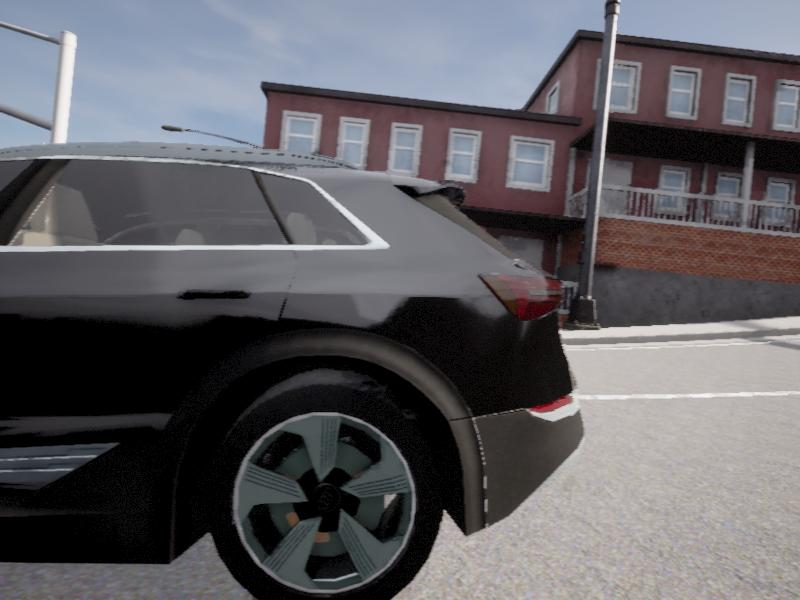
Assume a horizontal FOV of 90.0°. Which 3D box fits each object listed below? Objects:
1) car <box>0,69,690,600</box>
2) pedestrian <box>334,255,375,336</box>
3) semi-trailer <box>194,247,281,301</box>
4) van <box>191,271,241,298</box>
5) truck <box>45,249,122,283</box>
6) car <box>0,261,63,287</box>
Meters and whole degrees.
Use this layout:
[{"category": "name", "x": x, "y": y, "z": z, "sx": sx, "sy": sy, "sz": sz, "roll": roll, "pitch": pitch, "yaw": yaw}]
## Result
[{"category": "car", "x": -1.611, "y": 0.158, "z": 2.153, "sx": 4.856, "sy": 1.649, "sz": 2.033, "roll": 1, "pitch": 0, "yaw": 0}, {"category": "pedestrian", "x": -1.102, "y": -0.111, "z": 9.871, "sx": 0.751, "sy": 1.860, "sz": 0.751, "roll": 6, "pitch": 0, "yaw": 1}, {"category": "semi-trailer", "x": -16.107, "y": -2.216, "z": 41.598, "sx": 2.717, "sy": 4.402, "sz": 14.254, "roll": 6, "pitch": 0, "yaw": 1}, {"category": "van", "x": -19.775, "y": -1.578, "z": 43.397, "sx": 2.351, "sy": 2.431, "sz": 6.366, "roll": 6, "pitch": 0, "yaw": -1}, {"category": "truck", "x": -45.483, "y": -4.823, "z": 57.624, "sx": 8.468, "sy": 3.827, "sz": 2.891, "roll": 6, "pitch": 0, "yaw": 0}, {"category": "car", "x": -26.713, "y": -1.834, "z": 28.042, "sx": 1.882, "sy": 1.535, "sz": 5.008, "roll": 6, "pitch": 0, "yaw": 0}]
